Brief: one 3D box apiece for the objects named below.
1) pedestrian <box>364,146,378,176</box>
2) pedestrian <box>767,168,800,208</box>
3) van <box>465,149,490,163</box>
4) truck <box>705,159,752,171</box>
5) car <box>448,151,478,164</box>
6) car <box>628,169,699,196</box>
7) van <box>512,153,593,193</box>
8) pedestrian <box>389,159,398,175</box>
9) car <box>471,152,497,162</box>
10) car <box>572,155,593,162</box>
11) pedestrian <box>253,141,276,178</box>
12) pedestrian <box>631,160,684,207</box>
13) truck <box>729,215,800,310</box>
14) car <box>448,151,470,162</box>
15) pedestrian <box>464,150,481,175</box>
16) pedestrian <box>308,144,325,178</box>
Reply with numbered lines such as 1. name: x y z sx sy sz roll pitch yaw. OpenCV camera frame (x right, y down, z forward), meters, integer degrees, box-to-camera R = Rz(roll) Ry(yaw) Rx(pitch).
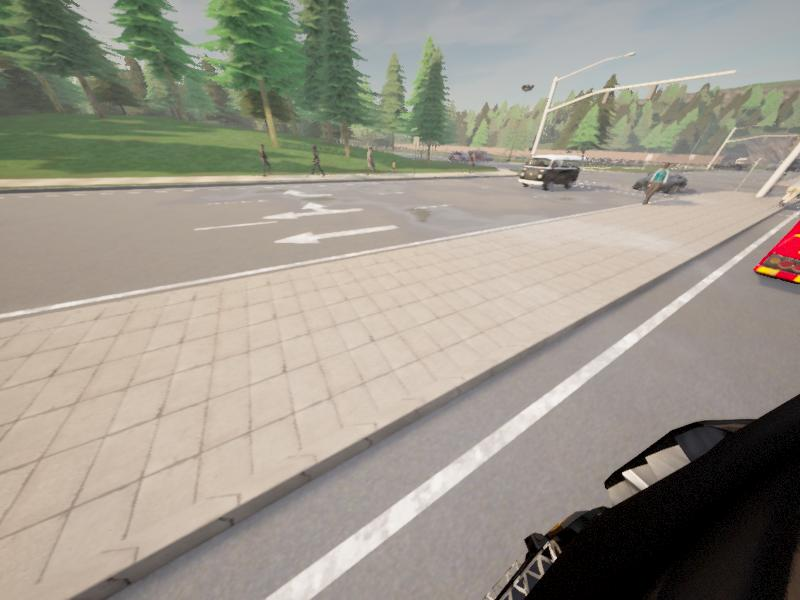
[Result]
1. pedestrian: -2.148 -10.404 17.279 0.751 1.860 0.751 -17 38 -26
2. pedestrian: 20.664 -5.852 11.999 0.751 1.860 0.751 -13 37 -22
3. van: 15.365 -28.606 45.860 1.775 1.987 4.442 -16 38 -25
4. truck: 82.418 -33.876 58.040 2.390 2.098 6.274 -16 38 -26
5. car: 10.922 -25.059 40.587 2.033 1.649 4.856 -16 38 -25
6. car: 19.089 -8.604 16.770 4.181 1.385 1.994 -16 38 -25
7. van: 10.183 -8.555 15.508 4.480 2.038 2.069 -16 38 -26
8. pedestrian: -0.516 -10.421 18.096 0.500 1.100 0.500 -16 38 -25
9. car: 17.568 -30.127 48.681 2.038 1.542 4.974 -16 38 -25
10. car: 60.945 -47.341 77.210 2.038 1.542 4.974 -16 38 -26
11. pedestrian: -8.299 -8.596 14.173 0.751 1.860 0.751 -14 37 -23
12. pedestrian: 11.884 -5.386 10.725 0.751 1.860 0.751 -17 38 -27
13. truck: 11.135 -2.180 4.436 8.468 3.827 2.891 -16 38 -26
14. car: 11.604 -28.297 45.491 1.851 1.617 3.988 -16 38 -25
15. pedestrian: 6.507 -12.363 20.777 0.751 1.860 0.751 -13 37 -22
16. pedestrian: -5.425 -9.073 15.075 0.751 1.860 0.751 -10 36 -18
